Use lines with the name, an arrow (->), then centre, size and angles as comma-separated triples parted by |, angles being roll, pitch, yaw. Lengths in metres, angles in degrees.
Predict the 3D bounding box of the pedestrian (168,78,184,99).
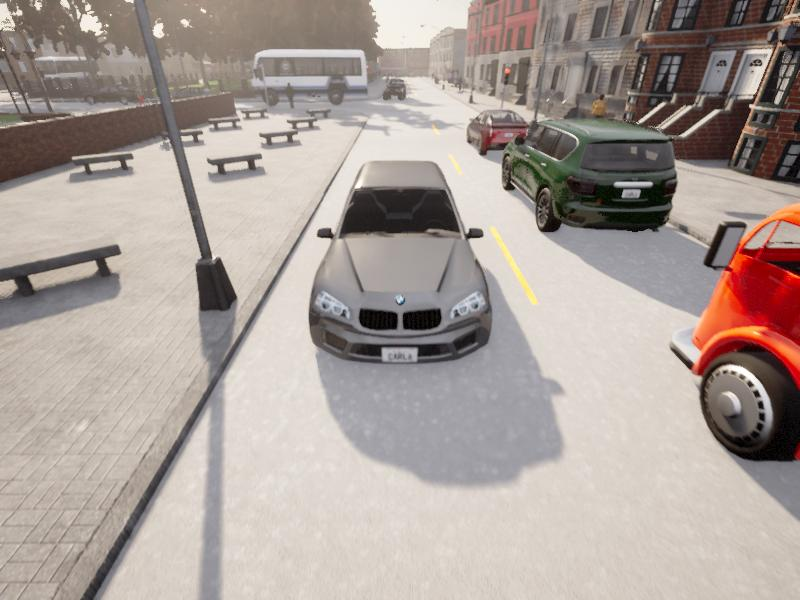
pedestrian -> -23.042, -21.827, 41.230 | 0.751, 1.860, 0.751 | 0, 30, 0

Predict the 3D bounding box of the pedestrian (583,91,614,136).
pedestrian -> 9.507, -8.956, 19.235 | 0.751, 1.860, 0.751 | 4, 31, 7

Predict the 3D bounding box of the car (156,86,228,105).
car -> -19.005, -18.820, 36.804 | 5.357, 1.411, 2.033 | 0, 30, 1

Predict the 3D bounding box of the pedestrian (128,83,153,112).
pedestrian -> -18.655, -14.579, 28.818 | 0.751, 1.860, 0.751 | 2, 30, 3

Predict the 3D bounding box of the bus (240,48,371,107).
bus -> -8.044, -19.685, 35.460 | 10.273, 4.253, 3.944 | -6, 31, -9

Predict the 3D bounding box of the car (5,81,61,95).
car -> -45.533, -26.426, 49.797 | 2.033, 1.411, 5.357 | 1, 30, 1

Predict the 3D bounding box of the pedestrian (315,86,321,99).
pedestrian -> -8.482, -21.511, 41.453 | 0.500, 1.100, 0.500 | -2, 30, -3

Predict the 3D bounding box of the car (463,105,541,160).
car -> 3.986, -7.035, 16.531 | 2.007, 1.525, 4.514 | 0, 30, 0

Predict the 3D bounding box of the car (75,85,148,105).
car -> -26.431, -18.911, 36.813 | 5.008, 1.535, 1.882 | 0, 30, 0

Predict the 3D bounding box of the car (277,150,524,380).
car -> 0.004, -0.988, 6.044 | 2.242, 1.667, 4.611 | 0, 30, 0

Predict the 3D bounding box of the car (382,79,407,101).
car -> -0.470, -21.736, 41.313 | 1.905, 1.878, 3.866 | 5, 31, 8

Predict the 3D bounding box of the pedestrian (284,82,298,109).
pedestrian -> -8.483, -15.905, 31.093 | 0.751, 1.860, 0.751 | -3, 30, -6

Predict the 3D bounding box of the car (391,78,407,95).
car -> -0.103, -27.619, 51.625 | 1.930, 1.638, 5.238 | 0, 31, 0

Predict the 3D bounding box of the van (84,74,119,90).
van -> -45.230, -33.192, 60.784 | 1.775, 1.987, 4.442 | -1, 30, -2

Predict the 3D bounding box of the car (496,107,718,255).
car -> 4.010, -3.123, 9.322 | 2.150, 2.045, 5.566 | 0, 30, 0

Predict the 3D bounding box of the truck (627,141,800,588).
truck -> 4.003, 0.993, 1.862 | 2.627, 2.467, 5.204 | 0, 30, 0

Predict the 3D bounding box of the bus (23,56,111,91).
bus -> -49.251, -33.961, 59.841 | 3.944, 4.253, 10.273 | 1, 31, 1

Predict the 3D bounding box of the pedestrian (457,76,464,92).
pedestrian -> 7.831, -28.077, 51.942 | 0.751, 1.860, 0.751 | 3, 30, 6
